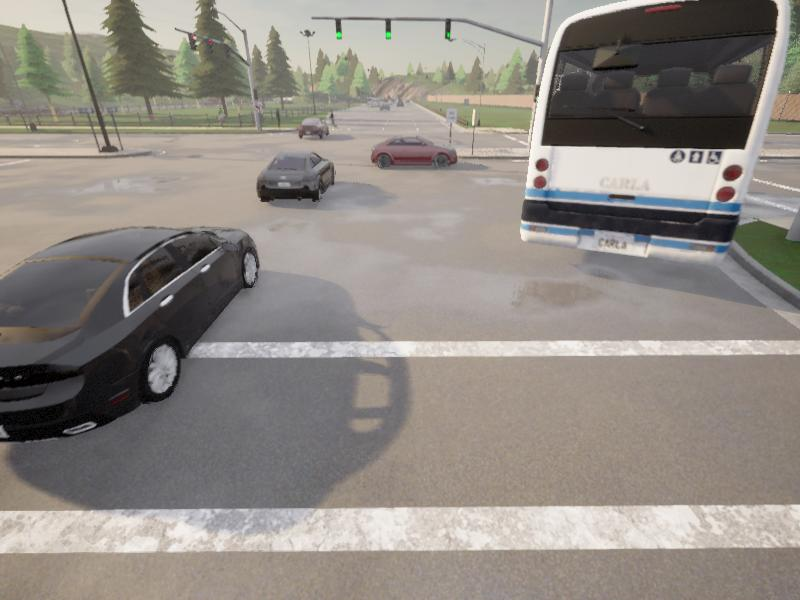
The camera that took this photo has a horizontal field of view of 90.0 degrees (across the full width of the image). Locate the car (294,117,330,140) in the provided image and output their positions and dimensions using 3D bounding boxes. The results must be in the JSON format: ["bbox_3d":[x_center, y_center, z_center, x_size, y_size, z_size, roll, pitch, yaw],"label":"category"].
[{"bbox_3d":[-6.975,-13.886,32.272,1.812,1.442,4.674,0,27,0],"label":"car"}]

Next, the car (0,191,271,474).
[{"bbox_3d":[-3.496,-0.209,5.439,1.837,1.490,4.892,0,27,0],"label":"car"}]

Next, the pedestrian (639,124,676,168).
[{"bbox_3d":[11.923,-7.142,18.555,0.751,1.860,0.751,0,27,0],"label":"pedestrian"}]

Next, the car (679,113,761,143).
[{"bbox_3d":[23.114,-12.494,29.054,3.866,1.878,1.905,0,27,1],"label":"car"}]

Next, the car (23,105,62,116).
[{"bbox_3d":[-61.104,-32.490,68.474,2.033,1.649,4.856,0,27,0],"label":"car"}]

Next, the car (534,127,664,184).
[{"bbox_3d":[7.682,-5.749,15.847,3.866,1.878,1.905,0,27,1],"label":"car"}]

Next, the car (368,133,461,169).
[{"bbox_3d":[0.657,-7.144,19.155,4.181,1.385,1.994,0,27,1],"label":"car"}]

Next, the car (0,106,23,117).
[{"bbox_3d":[-68.103,-32.367,68.570,2.152,1.651,5.027,0,27,0],"label":"car"}]

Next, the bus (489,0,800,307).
[{"bbox_3d":[6.044,-4.180,10.185,3.944,4.253,10.273,13,29,28],"label":"bus"}]

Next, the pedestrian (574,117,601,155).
[{"bbox_3d":[10.092,-8.858,21.580,0.751,1.860,0.751,-1,27,-2],"label":"pedestrian"}]

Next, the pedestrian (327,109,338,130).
[{"bbox_3d":[-6.591,-17.612,39.057,0.751,1.860,0.751,6,28,11],"label":"pedestrian"}]

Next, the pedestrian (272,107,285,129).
[{"bbox_3d":[-11.805,-17.668,38.830,0.751,1.860,0.751,2,27,3],"label":"pedestrian"}]

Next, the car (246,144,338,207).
[{"bbox_3d":[-3.487,-4.433,13.848,1.994,1.385,4.181,0,27,0],"label":"car"}]

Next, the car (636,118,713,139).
[{"bbox_3d":[22.067,-13.893,32.284,4.674,1.442,1.812,0,27,1],"label":"car"}]

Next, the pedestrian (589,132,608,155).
[{"bbox_3d":[10.729,-8.476,21.669,0.500,1.100,0.500,-9,28,-17],"label":"pedestrian"}]

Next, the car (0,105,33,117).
[{"bbox_3d":[-64.612,-31.762,67.177,1.851,1.617,3.988,0,27,0],"label":"car"}]

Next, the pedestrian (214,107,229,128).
[{"bbox_3d":[-17.512,-17.871,39.228,0.751,1.860,0.751,2,27,4],"label":"pedestrian"}]
